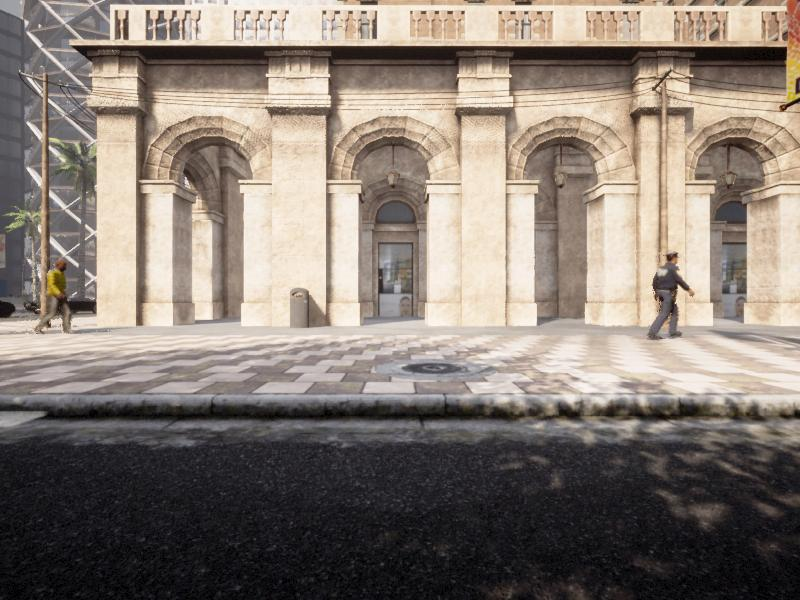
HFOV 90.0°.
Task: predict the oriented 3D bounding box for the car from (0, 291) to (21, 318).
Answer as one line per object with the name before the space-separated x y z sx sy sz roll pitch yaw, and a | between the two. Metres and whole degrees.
car | -23.029 0.251 21.246 1.816 1.474 4.193 0 0 0

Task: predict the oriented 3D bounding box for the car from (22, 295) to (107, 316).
car | -23.035 0.340 27.750 1.895 1.301 4.718 0 0 0

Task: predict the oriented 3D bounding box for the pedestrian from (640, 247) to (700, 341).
pedestrian | 5.562 -0.114 8.277 0.751 1.860 0.751 0 0 2

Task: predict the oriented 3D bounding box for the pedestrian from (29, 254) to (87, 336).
pedestrian | -8.149 -0.116 9.567 0.751 1.860 0.751 0 0 -5
